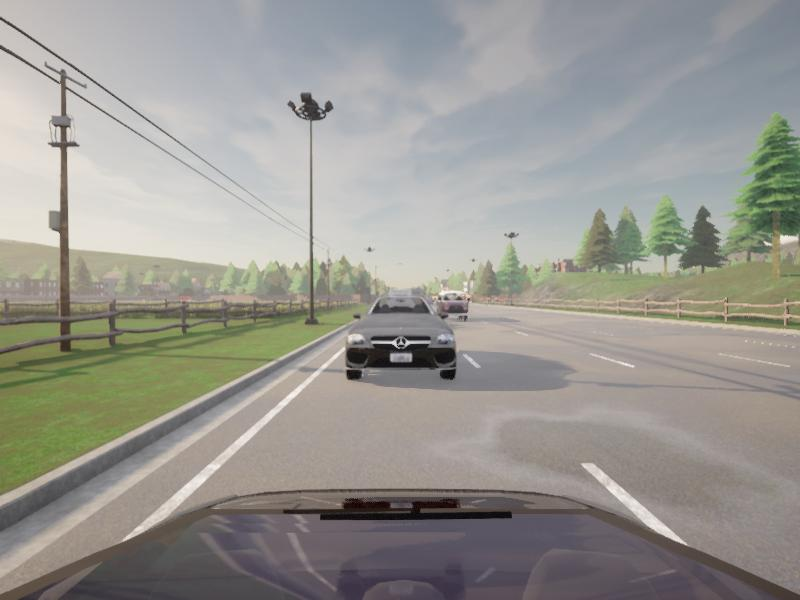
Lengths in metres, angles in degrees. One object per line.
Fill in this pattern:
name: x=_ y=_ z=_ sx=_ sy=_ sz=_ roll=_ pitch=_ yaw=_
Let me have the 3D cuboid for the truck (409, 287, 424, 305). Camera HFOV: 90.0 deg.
truck: x=3.599 y=-0.857 z=88.344 sx=2.891 sy=3.827 sz=8.468 roll=0 pitch=0 yaw=0

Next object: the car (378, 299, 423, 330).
car: x=0.030 y=0.708 z=21.798 sx=2.163 sy=1.488 sz=4.792 roll=0 pitch=0 yaw=0

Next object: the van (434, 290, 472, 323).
van: x=3.532 y=0.387 z=27.450 sx=2.069 sy=2.038 sz=4.480 roll=0 pitch=0 yaw=0

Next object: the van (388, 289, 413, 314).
van: x=0.051 y=0.117 z=42.334 sx=2.351 sy=2.431 sz=6.366 roll=0 pitch=0 yaw=0

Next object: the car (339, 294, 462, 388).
car: x=0.018 y=0.708 z=9.532 sx=2.152 sy=1.651 sz=5.027 roll=0 pitch=0 yaw=0
